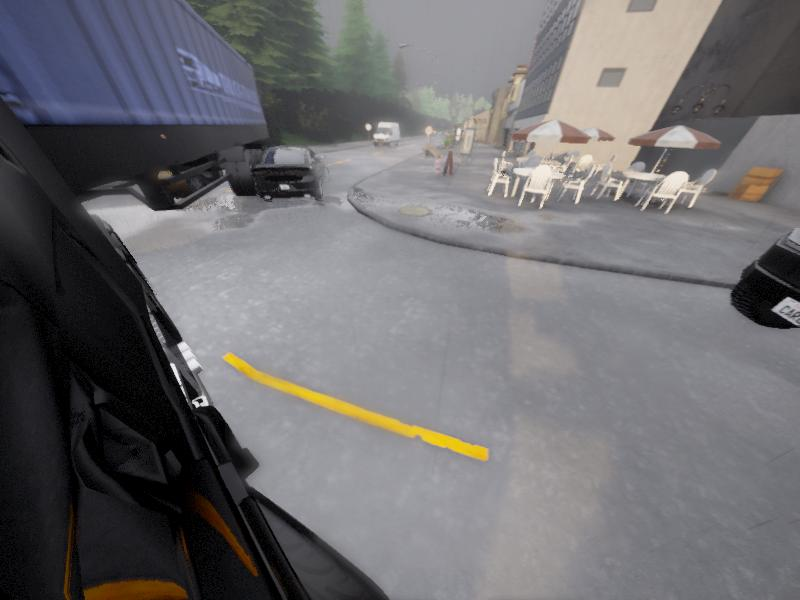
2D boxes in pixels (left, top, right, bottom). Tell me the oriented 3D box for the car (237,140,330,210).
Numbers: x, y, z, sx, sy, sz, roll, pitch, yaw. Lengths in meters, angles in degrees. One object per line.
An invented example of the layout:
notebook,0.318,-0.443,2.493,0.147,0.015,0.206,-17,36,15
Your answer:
car,-3.891,-4.952,8.719,1.882,1.535,5.008,-6,38,-9

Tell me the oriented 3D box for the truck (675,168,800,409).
truck,7.391,0.436,1.747,6.274,2.098,2.390,11,38,11

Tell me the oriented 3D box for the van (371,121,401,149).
van,-1.609,-20.994,29.389,1.988,2.561,5.915,11,38,11

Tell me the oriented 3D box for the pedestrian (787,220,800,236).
pedestrian,11.662,-2.461,5.851,0.751,1.860,0.751,7,37,5

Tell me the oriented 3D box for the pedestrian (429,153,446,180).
pedestrian,1.832,-6.555,11.349,0.500,1.100,0.500,-15,40,-22

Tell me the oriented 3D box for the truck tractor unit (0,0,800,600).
truck tractor unit,-2.645,-0.295,0.352,6.516,4.208,3.053,28,44,30

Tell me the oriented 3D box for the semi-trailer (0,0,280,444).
semi-trailer,-5.851,-4.651,5.794,2.717,4.402,14.254,-9,39,-14
